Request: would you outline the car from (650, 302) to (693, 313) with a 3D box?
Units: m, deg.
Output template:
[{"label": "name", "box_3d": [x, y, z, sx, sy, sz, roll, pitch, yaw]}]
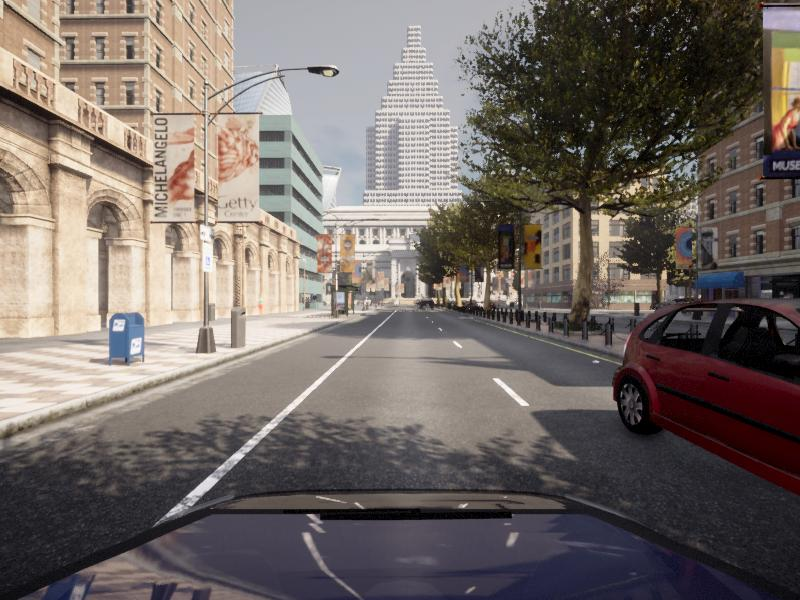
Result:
[{"label": "car", "box_3d": [34.689, 0.907, 51.122, 4.181, 1.385, 1.994, 0, 0, 0]}]

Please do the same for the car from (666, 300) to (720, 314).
[{"label": "car", "box_3d": [34.731, 0.826, 47.556, 4.974, 1.542, 2.038, 0, 0, -1]}]

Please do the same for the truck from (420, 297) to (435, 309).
[{"label": "truck", "box_3d": [4.978, 0.540, 73.961, 2.390, 2.098, 6.274, 0, 0, 1]}]

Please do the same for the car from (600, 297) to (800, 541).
[{"label": "car", "box_3d": [3.587, 0.788, 3.390, 1.851, 1.617, 3.988, 0, 0, 1]}]

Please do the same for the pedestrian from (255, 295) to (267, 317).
[{"label": "pedestrian", "box_3d": [-11.458, 0.485, 32.992, 0.751, 1.860, 0.751, 0, 0, 0]}]
